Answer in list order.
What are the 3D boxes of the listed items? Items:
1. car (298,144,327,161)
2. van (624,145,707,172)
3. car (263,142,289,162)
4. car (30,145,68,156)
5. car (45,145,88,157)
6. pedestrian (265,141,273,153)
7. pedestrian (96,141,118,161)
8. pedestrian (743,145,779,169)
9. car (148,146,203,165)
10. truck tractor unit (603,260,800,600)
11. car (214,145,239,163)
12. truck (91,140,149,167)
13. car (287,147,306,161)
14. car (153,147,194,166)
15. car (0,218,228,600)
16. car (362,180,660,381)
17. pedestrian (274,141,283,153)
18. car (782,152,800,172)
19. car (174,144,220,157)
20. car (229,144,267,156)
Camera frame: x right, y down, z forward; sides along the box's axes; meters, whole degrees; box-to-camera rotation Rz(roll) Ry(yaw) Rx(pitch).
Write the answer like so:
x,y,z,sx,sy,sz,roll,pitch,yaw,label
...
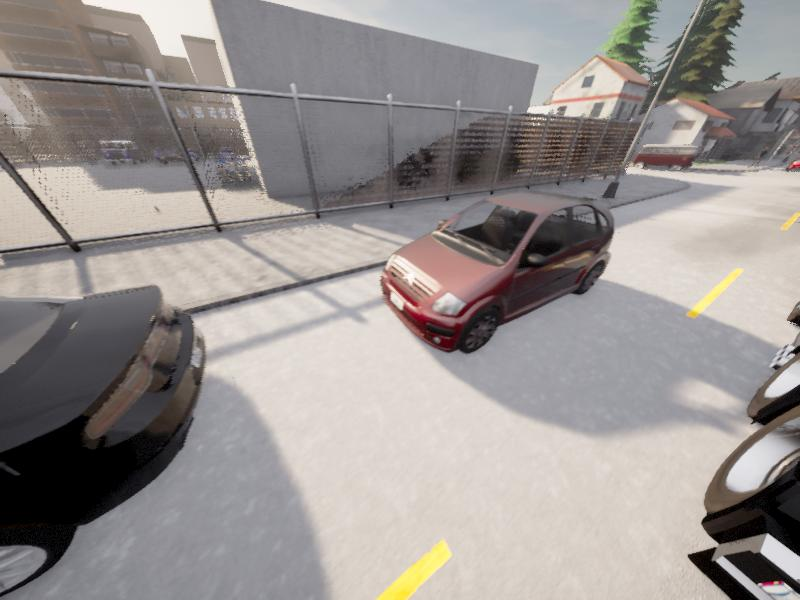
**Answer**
x,y,z,sx,sy,sz,roll,pitch,yaw,label
-11.291,-19.111,29.816,2.242,1.667,4.611,-18,39,-25,car
24.538,-13.326,21.624,1.775,1.987,4.442,-22,40,-29,van
-15.117,-18.094,28.138,1.905,1.878,3.866,-18,39,-25,car
-59.930,-25.646,39.554,1.970,1.475,3.806,-18,39,-25,car
-53.695,-24.092,37.338,2.033,1.411,5.357,-18,39,-25,car
-24.605,-28.855,43.441,0.751,1.860,0.751,-18,39,-25,pedestrian
-32.643,-16.603,25.758,0.751,1.860,0.751,-25,42,-32,pedestrian
33.586,-13.289,21.539,0.751,1.860,0.751,13,37,17,pedestrian
-23.546,-15.399,24.473,3.705,1.547,1.789,-18,39,-25,car
5.102,-0.309,0.797,6.516,4.208,3.053,-19,39,-24,truck tractor unit
-19.999,-16.948,26.747,1.845,1.501,3.633,-18,39,-25,car
-27.318,-14.558,22.812,2.069,2.038,4.478,-18,39,-25,truck
-12.817,-18.114,28.552,1.481,1.379,2.207,-18,39,-25,car
-23.823,-15.354,24.532,2.033,1.415,5.357,-18,39,-25,car
-4.132,1.105,0.946,5.238,1.638,1.930,-19,39,-25,car
1.677,-0.759,3.704,3.988,1.617,1.851,-19,39,-25,car
-21.964,-27.717,41.825,0.751,1.860,0.751,4,35,5,pedestrian
38.618,-12.980,21.653,4.514,1.525,2.007,-18,39,-25,car
-30.608,-22.723,35.104,4.902,1.511,2.128,-19,39,-26,car
-24.823,-24.599,37.864,4.892,1.490,1.837,-19,39,-25,car
